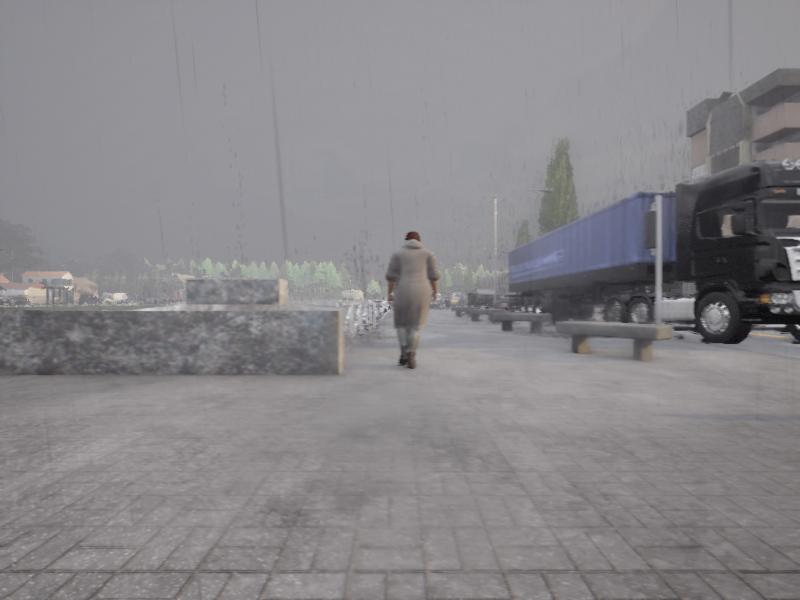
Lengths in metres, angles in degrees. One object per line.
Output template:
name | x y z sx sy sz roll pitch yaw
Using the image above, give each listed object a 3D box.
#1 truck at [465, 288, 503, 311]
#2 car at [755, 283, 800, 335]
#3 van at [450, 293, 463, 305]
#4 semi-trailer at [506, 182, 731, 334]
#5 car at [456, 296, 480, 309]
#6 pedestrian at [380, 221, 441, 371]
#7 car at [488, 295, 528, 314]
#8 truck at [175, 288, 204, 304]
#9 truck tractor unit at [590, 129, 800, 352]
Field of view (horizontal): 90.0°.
truck | 8.227 -0.052 39.848 2.390 2.098 6.274 0 0 0
car | 12.284 0.261 10.801 1.970 1.475 3.806 0 0 -1
van | 12.230 -0.287 87.056 1.988 2.561 5.915 0 0 0
semi-trailer | 8.216 -1.214 18.718 2.717 4.402 14.254 0 0 0
car | 8.227 0.239 49.073 2.128 1.511 4.902 0 0 0
pedestrian | 0.128 -0.053 5.332 0.751 1.860 0.751 0 0 -1
car | 8.228 0.313 30.864 1.994 1.385 4.181 0 0 0
truck | -53.459 -0.957 101.777 2.891 3.827 8.468 0 0 0
truck tractor unit | 8.253 -1.112 10.802 3.053 4.208 6.516 0 0 -1
